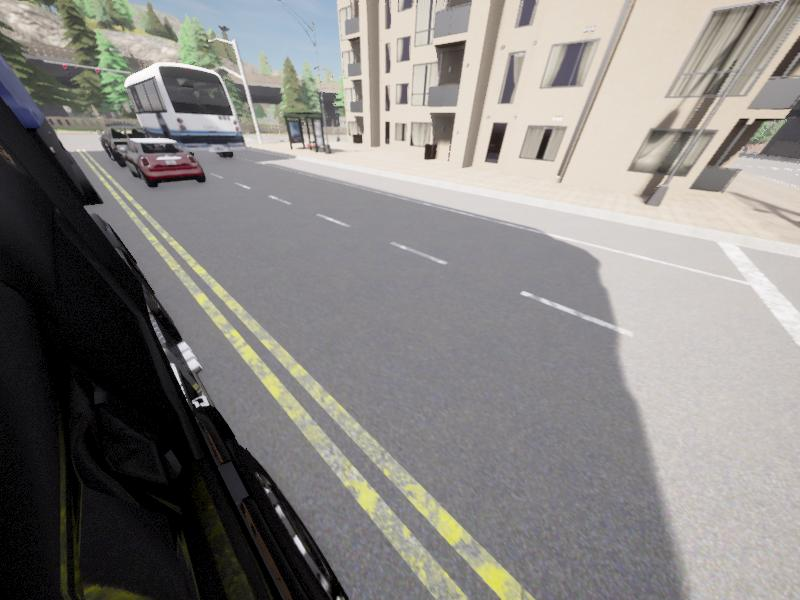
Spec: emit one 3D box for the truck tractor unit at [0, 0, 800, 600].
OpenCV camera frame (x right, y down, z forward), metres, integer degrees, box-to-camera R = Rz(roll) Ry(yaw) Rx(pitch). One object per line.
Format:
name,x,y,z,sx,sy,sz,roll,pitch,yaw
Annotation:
truck tractor unit,-2.645,-0.295,0.351,6.516,4.208,3.053,28,44,30

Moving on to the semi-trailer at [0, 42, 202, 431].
semi-trailer,-8.698,-3.605,4.228,14.254,4.402,2.717,28,44,30

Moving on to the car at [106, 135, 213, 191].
car,-9.859,-5.755,9.491,3.806,1.475,1.970,28,44,30

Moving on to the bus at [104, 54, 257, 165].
bus,-14.577,-12.065,15.298,10.273,4.253,3.944,27,43,30

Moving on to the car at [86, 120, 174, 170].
car,-14.454,-8.379,12.366,4.605,1.855,1.932,28,44,30
